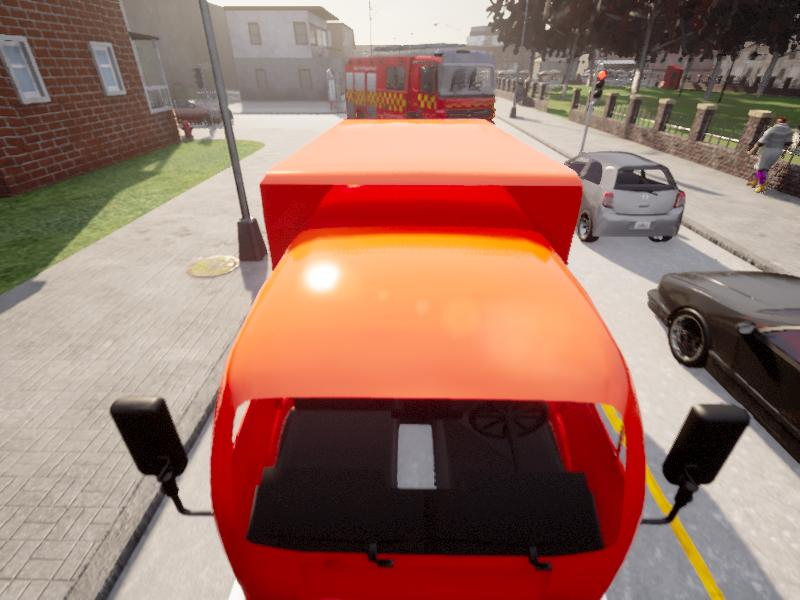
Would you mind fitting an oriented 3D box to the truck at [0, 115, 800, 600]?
[{"bbox_3d":[0.137,-0.119,3.768,2.627,2.467,5.204,1,30,1],"label":"truck"}]

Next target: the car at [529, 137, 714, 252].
[{"bbox_3d":[4.390,-2.477,8.731,1.845,1.501,3.633,0,30,-1],"label":"car"}]

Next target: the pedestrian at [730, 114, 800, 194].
[{"bbox_3d":[9.605,-3.782,10.389,0.751,1.860,0.751,1,30,1],"label":"pedestrian"}]

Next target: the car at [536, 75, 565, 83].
[{"bbox_3d":[31.133,-45.763,82.796,5.008,1.535,1.882,1,30,1],"label":"car"}]

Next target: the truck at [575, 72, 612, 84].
[{"bbox_3d":[39.867,-45.834,82.607,6.274,2.098,2.390,1,30,1],"label":"truck"}]

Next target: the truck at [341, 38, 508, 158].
[{"bbox_3d":[0.524,-9.230,18.001,2.891,3.827,8.468,-16,34,-26],"label":"truck"}]

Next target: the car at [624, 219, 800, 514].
[{"bbox_3d":[4.163,0.967,2.975,2.033,1.411,5.357,0,30,0],"label":"car"}]

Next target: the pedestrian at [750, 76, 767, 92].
[{"bbox_3d":[47.025,-28.359,52.477,0.751,1.860,0.751,2,30,2],"label":"pedestrian"}]

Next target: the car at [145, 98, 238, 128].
[{"bbox_3d":[-12.030,-10.924,23.317,4.181,1.385,1.994,0,30,1],"label":"car"}]

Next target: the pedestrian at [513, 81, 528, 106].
[{"bbox_3d":[10.072,-17.294,33.500,0.751,1.860,0.751,1,30,1],"label":"pedestrian"}]

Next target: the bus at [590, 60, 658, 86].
[{"bbox_3d":[43.804,-44.700,78.734,10.273,4.253,3.944,3,30,6],"label":"bus"}]
